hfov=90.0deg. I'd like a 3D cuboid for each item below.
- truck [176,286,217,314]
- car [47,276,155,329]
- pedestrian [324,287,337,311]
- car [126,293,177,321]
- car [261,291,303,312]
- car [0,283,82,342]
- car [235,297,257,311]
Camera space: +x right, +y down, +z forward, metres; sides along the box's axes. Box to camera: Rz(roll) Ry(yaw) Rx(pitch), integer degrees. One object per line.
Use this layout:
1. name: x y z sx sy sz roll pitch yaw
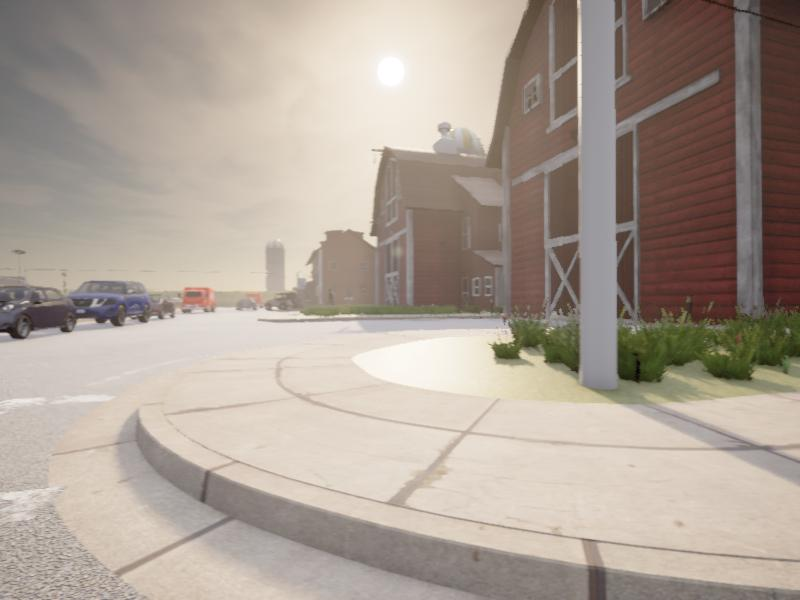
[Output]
1. truck: -19.183 0.018 38.008 2.627 2.467 5.204 -1 0 -17
2. car: -13.209 0.112 18.191 2.150 2.045 5.566 0 0 -17
3. pedestrian: -5.519 -0.086 31.918 0.751 1.860 0.751 0 0 -38
4. car: -15.124 0.400 24.539 1.789 1.549 3.705 0 0 -17
5. car: -12.375 0.147 42.011 3.866 1.878 1.905 -3 4 31
6. car: -11.267 0.324 11.696 1.845 1.501 3.633 0 0 -17
7. car: -19.049 0.511 49.752 2.152 1.651 5.027 0 0 -17
